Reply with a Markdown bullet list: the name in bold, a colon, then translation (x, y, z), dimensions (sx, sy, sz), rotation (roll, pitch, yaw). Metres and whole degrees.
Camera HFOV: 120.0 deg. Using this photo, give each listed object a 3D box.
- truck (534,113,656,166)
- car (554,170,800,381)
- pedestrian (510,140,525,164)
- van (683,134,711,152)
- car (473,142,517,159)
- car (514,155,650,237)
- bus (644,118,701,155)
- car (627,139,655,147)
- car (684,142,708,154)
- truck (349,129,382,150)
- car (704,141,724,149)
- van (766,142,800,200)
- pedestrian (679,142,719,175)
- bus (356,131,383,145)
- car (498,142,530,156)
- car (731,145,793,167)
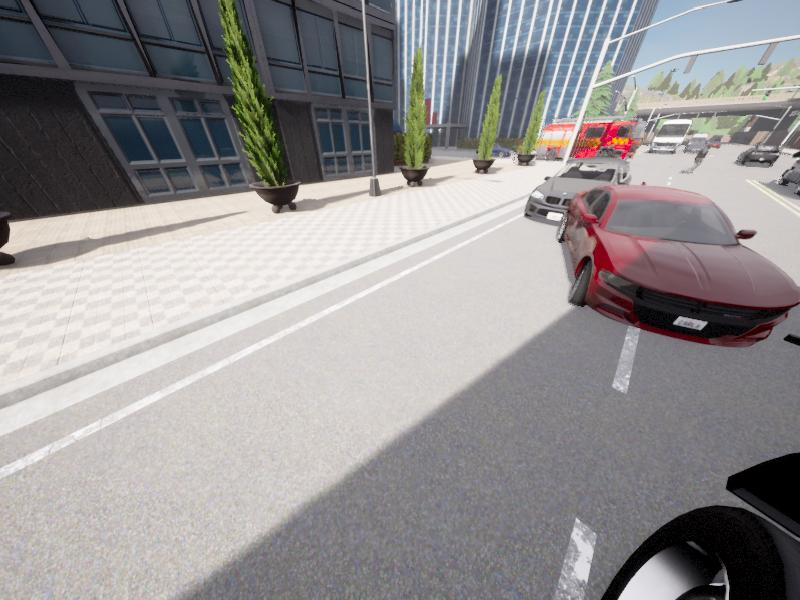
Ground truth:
- **truck**: translation (19.462, -16.622, 24.075), dimensions (2.891, 3.827, 8.468), rotation (-23, 41, -29)
- **car**: translation (4.391, -1.248, 4.317), dimensions (1.882, 1.535, 5.008), rotation (15, 38, 21)
- **pedestrian**: translation (10.878, -13.712, 21.406), dimensions (0.751, 1.860, 0.751), rotation (14, 38, 19)
- **van**: translation (51.724, -27.488, 40.376), dimensions (1.988, 2.561, 5.915), rotation (29, 45, 35)
- **car**: translation (12.688, -20.185, 31.105), dimensions (4.856, 1.649, 2.033), rotation (29, 45, 35)
- **car**: translation (6.220, -3.790, 7.822), dimensions (4.611, 1.667, 2.242), rotation (-29, 44, -35)
- **bus**: translation (43.150, -25.934, 36.748), dimensions (3.944, 4.253, 10.273), rotation (30, 45, 35)
- **car**: translation (64.178, -41.915, 61.597), dimensions (2.007, 1.525, 4.514), rotation (-22, 41, -28)
- **car**: translation (46.277, -23.844, 36.191), dimensions (1.812, 1.442, 4.674), rotation (30, 45, 35)
- **truck**: translation (-8.349, -38.468, 55.361), dimensions (8.468, 3.827, 2.891), rotation (29, 44, 35)
- **car**: translation (68.234, -33.794, 50.223), dimensions (1.994, 1.385, 4.181), rotation (29, 45, 35)
- **van**: translation (19.953, -6.018, 10.205), dimensions (2.351, 2.431, 6.366), rotation (29, 44, 35)
- **pedestrian**: translation (20.586, -9.742, 15.945), dimensions (0.751, 1.860, 0.751), rotation (18, 39, 24)
- **bus**: translation (-11.752, -63.286, 90.308), dimensions (3.944, 4.253, 10.273), rotation (30, 45, 35)
- **car**: translation (17.339, -23.141, 35.333), dimensions (3.705, 1.549, 1.789), rotation (30, 45, 35)
- **car**: translation (33.418, -13.496, 21.522), dimensions (2.128, 1.511, 4.902), rotation (30, 45, 35)
